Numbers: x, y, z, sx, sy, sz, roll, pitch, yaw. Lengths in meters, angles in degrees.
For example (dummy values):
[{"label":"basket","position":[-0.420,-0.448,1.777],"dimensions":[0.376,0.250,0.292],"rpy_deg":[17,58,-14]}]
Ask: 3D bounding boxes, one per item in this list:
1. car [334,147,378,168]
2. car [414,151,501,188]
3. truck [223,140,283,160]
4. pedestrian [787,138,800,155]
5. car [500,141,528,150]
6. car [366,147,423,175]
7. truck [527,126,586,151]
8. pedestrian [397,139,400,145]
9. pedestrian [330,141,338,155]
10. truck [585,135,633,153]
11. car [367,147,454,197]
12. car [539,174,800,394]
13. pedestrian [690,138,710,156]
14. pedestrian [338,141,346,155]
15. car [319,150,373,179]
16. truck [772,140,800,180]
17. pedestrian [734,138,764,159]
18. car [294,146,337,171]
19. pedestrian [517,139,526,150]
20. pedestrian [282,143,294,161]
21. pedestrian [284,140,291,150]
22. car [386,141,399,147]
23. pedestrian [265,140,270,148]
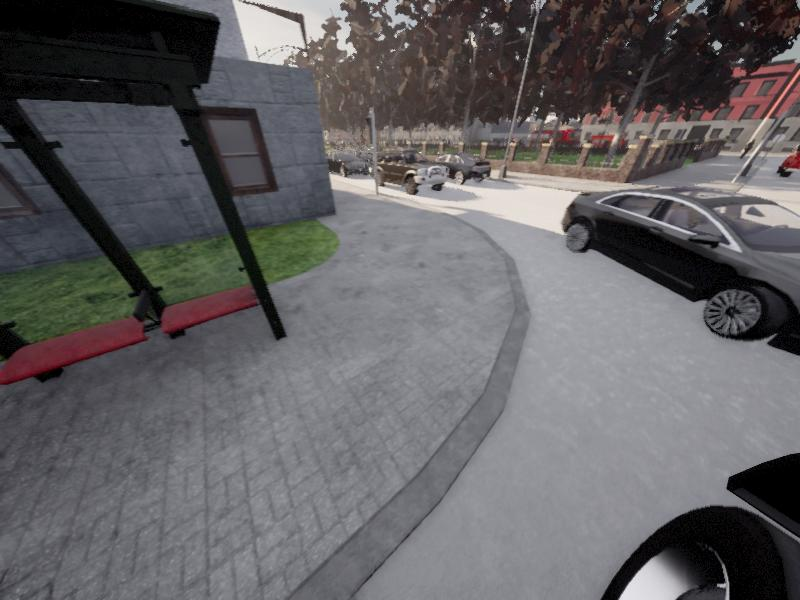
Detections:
[{"label":"car","position":[-4.500,-14.586,23.466],"dimensions":[2.128,1.511,4.902],"rpy_deg":[-25,42,-30]},{"label":"car","position":[3.261,-8.220,14.306],"dimensions":[2.128,1.511,4.902],"rpy_deg":[-23,41,-28]},{"label":"truck","position":[-19.776,-20.459,31.489],"dimensions":[6.274,2.098,2.390],"rpy_deg":[-10,36,-14]},{"label":"pedestrian","position":[53.310,-20.572,30.863],"dimensions":[0.751,1.860,0.751],"rpy_deg":[27,43,33]},{"label":"car","position":[25.705,-34.960,52.102],"dimensions":[2.152,1.651,5.027],"rpy_deg":[-23,41,-28]},{"label":"car","position":[-0.528,-11.444,18.842],"dimensions":[2.033,1.649,4.856],"rpy_deg":[-24,41,-30]},{"label":"truck","position":[30.693,-31.918,45.793],"dimensions":[2.891,3.827,8.468],"rpy_deg":[-23,41,-29]},{"label":"pedestrian","position":[-0.572,-63.606,92.794],"dimensions":[0.751,1.860,0.751],"rpy_deg":[-27,43,-33]},{"label":"pedestrian","position":[-10.608,-24.660,37.366],"dimensions":[0.751,1.860,0.751],"rpy_deg":[-23,41,-28]},{"label":"truck","position":[36.068,-27.128,40.087],"dimensions":[2.627,2.467,5.204],"rpy_deg":[-23,41,-29]},{"label":"car","position":[0.330,-6.814,12.019],"dimensions":[1.932,1.855,4.605],"rpy_deg":[-23,40,-28]},{"label":"car","position":[5.116,-1.037,4.050],"dimensions":[2.128,1.511,4.902],"rpy_deg":[-3,35,-4]},{"label":"pedestrian","position":[39.078,-19.927,30.096],"dimensions":[0.751,1.860,0.751],"rpy_deg":[-24,41,-30]},{"label":"pedestrian","position":[-8.951,-23.370,35.510],"dimensions":[0.751,1.860,0.751],"rpy_deg":[-23,41,-29]},{"label":"car","position":[-4.124,-10.148,17.149],"dimensions":[1.837,1.490,4.892],"rpy_deg":[-23,41,-29]},{"label":"truck","position":[26.861,-9.165,14.570],"dimensions":[5.204,2.467,2.627],"rpy_deg":[-23,41,-29]},{"label":"pedestrian","position":[38.171,-16.578,25.331],"dimensions":[0.751,1.860,0.751],"rpy_deg":[3,35,5]},{"label":"car","position":[-7.956,-13.263,21.514],"dimensions":[2.033,1.649,4.856],"rpy_deg":[-23,41,-28]},{"label":"pedestrian","position":[24.492,-31.399,46.606],"dimensions":[0.751,1.860,0.751],"rpy_deg":[-23,41,-29]},{"label":"pedestrian","position":[-13.689,-18.170,28.326],"dimensions":[0.751,1.860,0.751],"rpy_deg":[-23,41,-29]},{"label":"pedestrian","position":[-26.565,-36.630,54.602],"dimensions":[0.751,1.860,0.751],"rpy_deg":[-25,42,-30]},{"label":"car","position":[-2.848,-57.103,84.606],"dimensions":[2.152,1.651,5.027],"rpy_deg":[-23,41,-29]},{"label":"pedestrian","position":[-39.602,-46.702,69.087],"dimensions":[0.751,1.860,0.751],"rpy_deg":[-19,39,-24]}]
